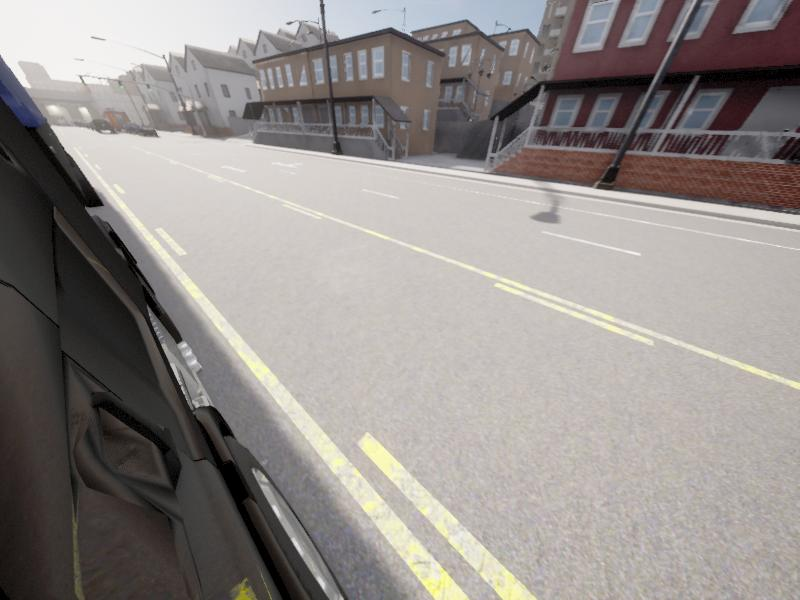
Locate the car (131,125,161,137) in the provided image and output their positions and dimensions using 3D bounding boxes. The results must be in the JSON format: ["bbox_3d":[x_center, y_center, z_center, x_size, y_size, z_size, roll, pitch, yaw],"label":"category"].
[{"bbox_3d":[-41.309,-27.461,37.559,5.357,1.411,2.033,26,42,29],"label":"car"}]

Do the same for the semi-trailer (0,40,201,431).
[{"bbox_3d":[-8.711,-3.563,4.262,14.254,4.402,2.717,28,43,30],"label":"semi-trailer"}]

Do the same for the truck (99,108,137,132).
[{"bbox_3d":[-60.135,-38.286,49.201,8.468,3.827,2.891,28,43,30],"label":"truck"}]

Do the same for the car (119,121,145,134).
[{"bbox_3d":[-50.218,-32.268,43.271,4.553,1.767,2.097,28,43,30],"label":"car"}]

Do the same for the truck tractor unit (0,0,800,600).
[{"bbox_3d":[-2.645,-0.295,0.351,6.516,4.208,3.053,28,44,30],"label":"truck tractor unit"}]
